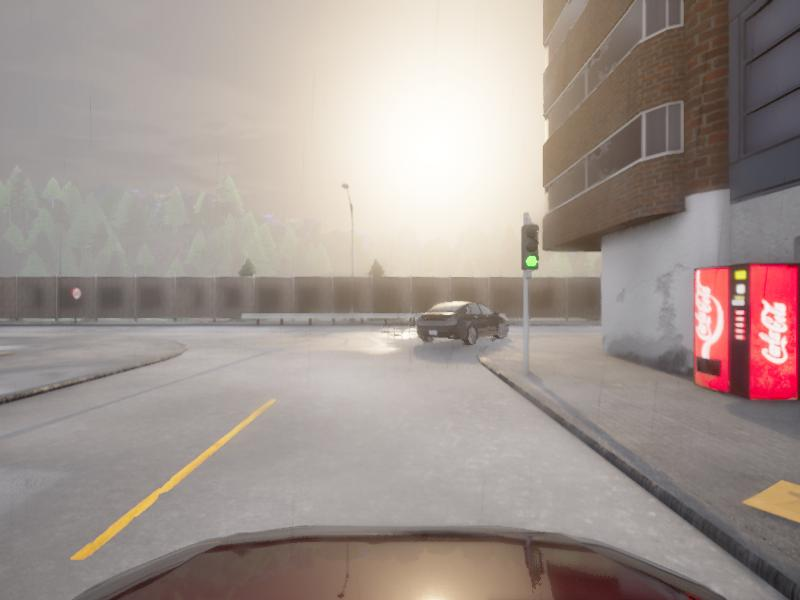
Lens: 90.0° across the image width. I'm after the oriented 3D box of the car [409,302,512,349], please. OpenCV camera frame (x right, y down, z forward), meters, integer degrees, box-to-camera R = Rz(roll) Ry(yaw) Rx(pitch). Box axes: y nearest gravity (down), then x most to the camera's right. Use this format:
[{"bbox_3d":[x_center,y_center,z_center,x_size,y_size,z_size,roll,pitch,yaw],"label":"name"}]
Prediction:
[{"bbox_3d":[2.492,0.836,15.234,1.837,1.490,4.892,-2,-1,35],"label":"car"}]
